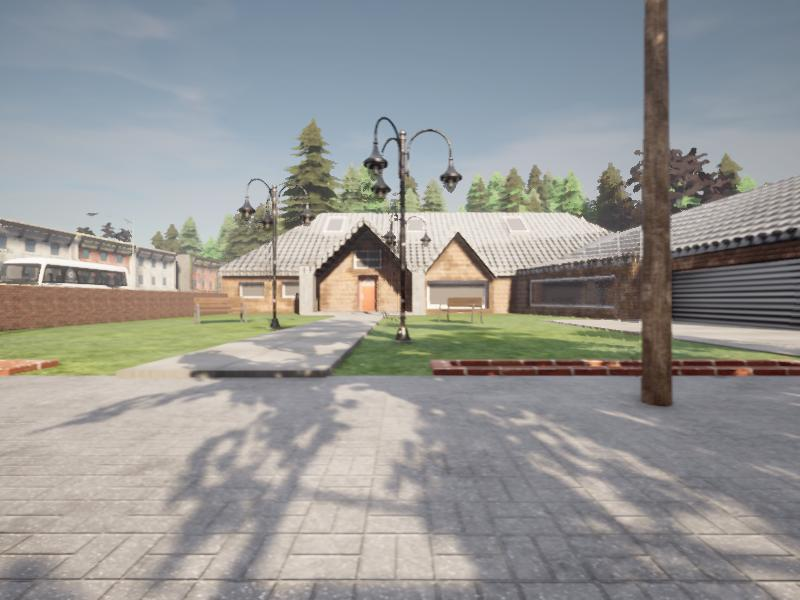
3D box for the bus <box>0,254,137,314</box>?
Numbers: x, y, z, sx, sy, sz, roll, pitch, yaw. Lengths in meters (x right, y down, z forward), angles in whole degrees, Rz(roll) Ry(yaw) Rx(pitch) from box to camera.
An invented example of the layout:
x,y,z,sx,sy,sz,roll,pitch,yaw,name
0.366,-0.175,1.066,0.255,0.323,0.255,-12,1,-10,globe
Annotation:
x,y,z,sx,sy,sz,roll,pitch,yaw,name
-27.297,-1.103,33.318,3.944,4.253,10.273,0,0,0,bus
